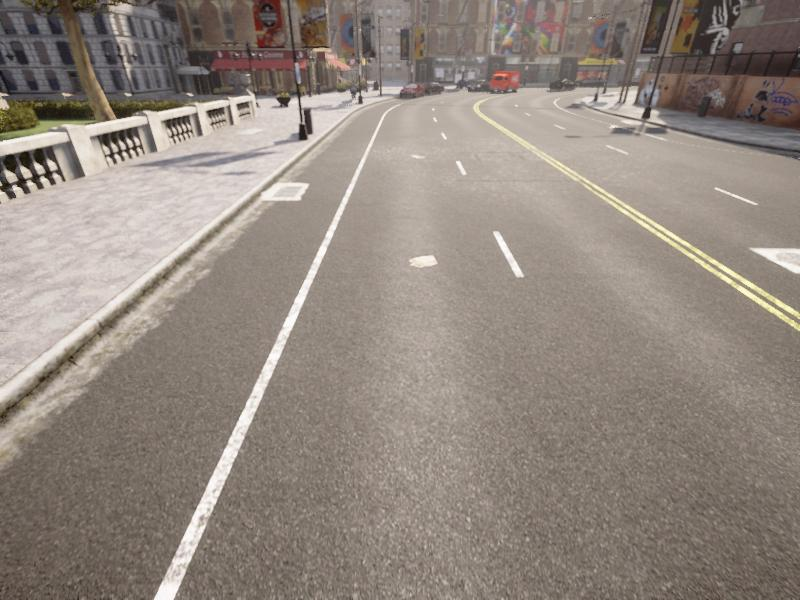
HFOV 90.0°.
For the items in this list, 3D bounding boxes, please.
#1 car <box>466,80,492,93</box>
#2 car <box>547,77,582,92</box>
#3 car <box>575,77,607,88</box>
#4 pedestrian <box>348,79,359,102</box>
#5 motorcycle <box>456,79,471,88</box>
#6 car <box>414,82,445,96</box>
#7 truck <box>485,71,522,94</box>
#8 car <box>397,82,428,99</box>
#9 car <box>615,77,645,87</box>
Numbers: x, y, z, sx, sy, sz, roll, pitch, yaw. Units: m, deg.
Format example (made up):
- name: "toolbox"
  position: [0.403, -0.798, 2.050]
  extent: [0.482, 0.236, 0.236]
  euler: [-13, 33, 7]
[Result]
- name: "car"
  position: [10.669, -28.877, 54.078]
  extent: [1.970, 1.475, 3.806]
  euler: [19, 35, 29]
- name: "car"
  position: [23.477, -30.779, 57.086]
  extent: [5.238, 1.638, 1.930]
  euler: [-22, 37, -32]
- name: "car"
  position: [32.371, -37.024, 67.963]
  extent: [4.514, 1.525, 2.007]
  euler: [-10, 32, -16]
- name: "pedestrian"
  position: [-4.312, -19.454, 37.130]
  extent: [0.751, 1.860, 0.751]
  euler: [5, 31, 9]
- name: "motorcycle"
  position: [9.705, -33.096, 61.139]
  extent: [2.209, 1.251, 0.867]
  euler: [5, 31, 9]
- name: "car"
  position: [3.673, -26.123, 49.447]
  extent: [1.895, 1.301, 4.718]
  euler: [16, 34, 26]
- name: "truck"
  position: [13.529, -28.325, 52.060]
  extent: [2.627, 2.467, 5.204]
  euler: [19, 35, 29]
- name: "car"
  position: [1.439, -23.526, 44.852]
  extent: [2.002, 1.452, 4.674]
  euler: [11, 32, 17]
- name: "car"
  position: [39.945, -37.838, 69.417]
  extent: [3.806, 1.475, 1.970]
  euler: [-3, 30, -6]
